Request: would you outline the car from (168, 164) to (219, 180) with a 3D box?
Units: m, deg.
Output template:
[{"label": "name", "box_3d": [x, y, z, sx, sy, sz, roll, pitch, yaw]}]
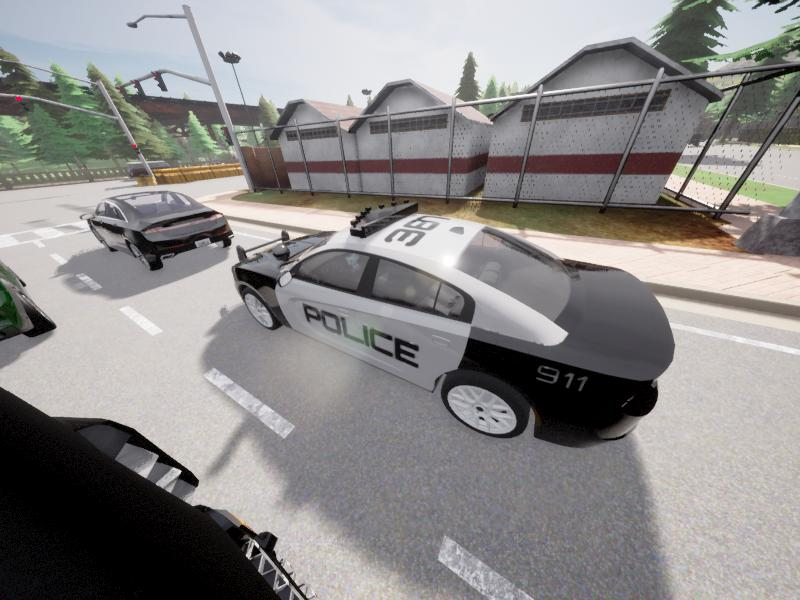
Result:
[{"label": "car", "box_3d": [-25.627, -16.030, 28.823, 1.994, 1.385, 4.181, 15, 37, 24]}]

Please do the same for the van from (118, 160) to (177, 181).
[{"label": "van", "box_3d": [-32.737, -16.899, 30.122, 1.775, 1.987, 4.442, 15, 37, 24]}]

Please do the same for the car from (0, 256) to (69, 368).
[{"label": "car", "box_3d": [-7.428, -0.189, 3.181, 4.553, 1.767, 2.097, 16, 38, 26]}]

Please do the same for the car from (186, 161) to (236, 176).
[{"label": "car", "box_3d": [-26.895, -18.841, 33.026, 2.128, 1.511, 4.902, 15, 37, 24]}]

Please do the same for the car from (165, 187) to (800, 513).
[{"label": "car", "box_3d": [-0.239, -0.326, 2.972, 5.238, 1.638, 1.930, 16, 38, 26]}]

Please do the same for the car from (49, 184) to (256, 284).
[{"label": "car", "box_3d": [-6.622, -2.081, 6.225, 4.902, 1.511, 2.128, 16, 38, 26]}]
